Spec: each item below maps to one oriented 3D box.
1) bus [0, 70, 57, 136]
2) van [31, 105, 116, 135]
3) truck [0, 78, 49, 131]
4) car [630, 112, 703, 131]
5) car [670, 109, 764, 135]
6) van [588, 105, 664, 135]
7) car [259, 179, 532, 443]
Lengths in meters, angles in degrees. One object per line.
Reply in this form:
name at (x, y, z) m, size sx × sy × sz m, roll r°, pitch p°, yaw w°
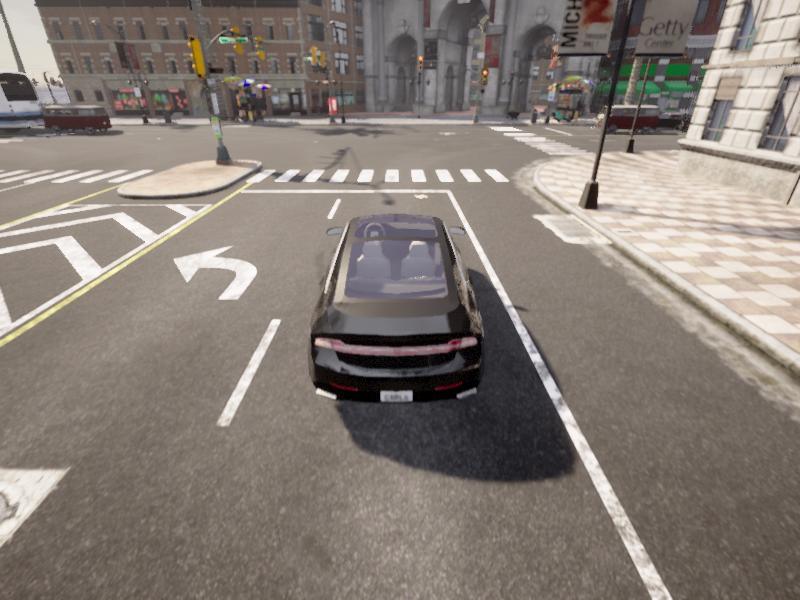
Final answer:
bus at (-33.269, -14.774, 30.052) m, size 10.273 × 4.253 × 3.944 m, roll 0°, pitch 28°, yaw 0°
van at (-24.914, -13.834, 30.690) m, size 4.442 × 1.987 × 1.775 m, roll 0°, pitch 28°, yaw 0°
truck at (-35.407, -16.267, 33.362) m, size 8.468 × 3.827 × 2.891 m, roll 0°, pitch 28°, yaw 0°
car at (22.529, -15.179, 33.957) m, size 4.718 × 1.301 × 1.895 m, roll 0°, pitch 28°, yaw 1°
car at (24.220, -13.704, 30.770) m, size 5.238 × 1.638 × 1.930 m, roll 0°, pitch 28°, yaw 1°
van at (17.245, -13.860, 30.703) m, size 4.442 × 1.987 × 1.775 m, roll 0°, pitch 28°, yaw 0°
car at (-0.054, -0.450, 5.648) m, size 2.128 × 1.511 × 4.902 m, roll 0°, pitch 28°, yaw 0°
